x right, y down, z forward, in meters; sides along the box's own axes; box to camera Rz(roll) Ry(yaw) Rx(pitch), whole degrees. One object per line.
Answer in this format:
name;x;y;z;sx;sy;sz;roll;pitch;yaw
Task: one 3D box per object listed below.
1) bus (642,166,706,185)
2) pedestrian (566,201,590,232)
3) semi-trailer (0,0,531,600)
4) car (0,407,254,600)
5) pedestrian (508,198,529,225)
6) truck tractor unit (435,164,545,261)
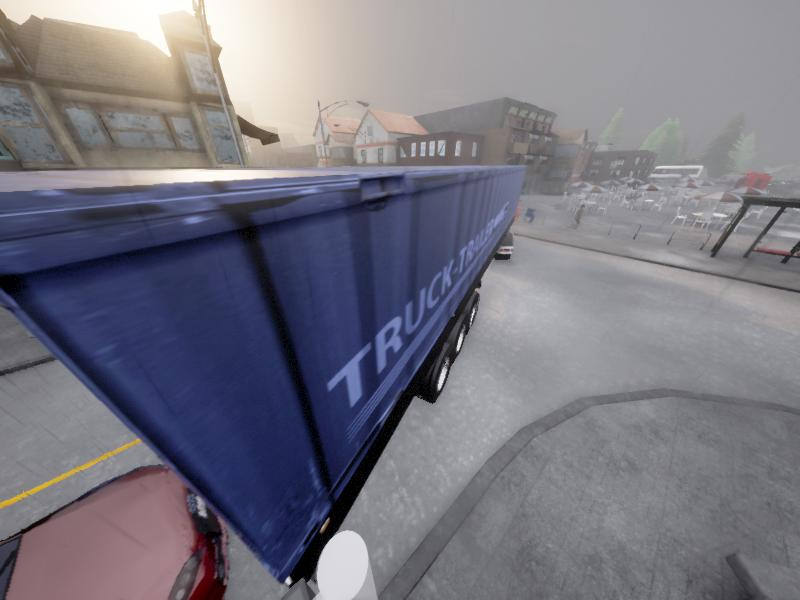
bus;75.510;-34.659;63.983;3.944;4.253;10.273;-23;37;-34
pedestrian;12.653;-5.926;16.406;0.751;1.860;0.751;23;37;34
semi-trailer;1.568;-1.925;7.128;2.717;4.402;14.254;15;33;24
car;-3.764;3.124;1.462;1.994;1.385;4.181;24;39;36
pedestrian;9.196;-6.879;18.010;0.751;1.860;0.751;-6;31;-10
truck tractor unit;4.329;-5.433;13.395;3.053;4.208;6.516;-1;30;-3
